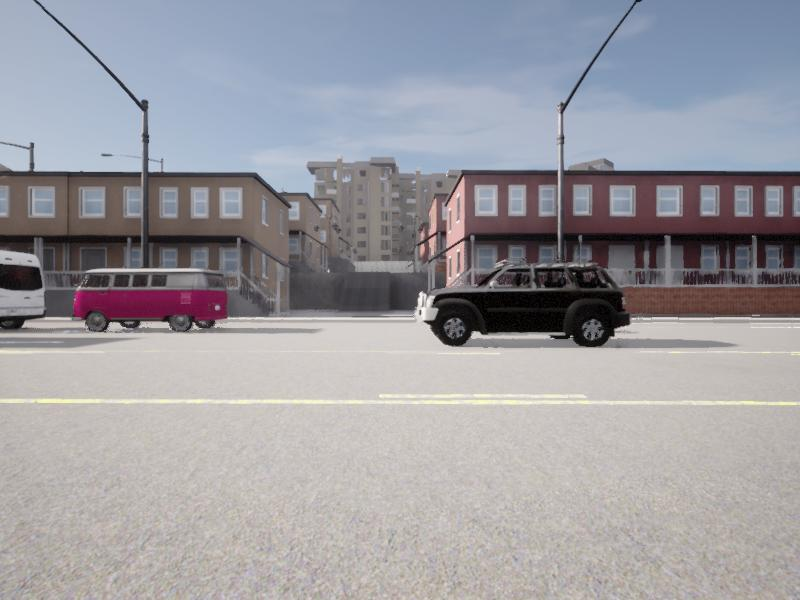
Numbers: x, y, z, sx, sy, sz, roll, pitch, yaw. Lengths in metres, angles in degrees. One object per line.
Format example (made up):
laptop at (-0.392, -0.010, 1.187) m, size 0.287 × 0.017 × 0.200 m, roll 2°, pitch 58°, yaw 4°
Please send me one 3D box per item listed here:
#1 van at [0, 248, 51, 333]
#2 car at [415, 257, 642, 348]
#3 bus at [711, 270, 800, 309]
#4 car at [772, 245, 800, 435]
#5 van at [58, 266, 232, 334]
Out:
van at (-15.030, -0.277, 12.886) m, size 5.915 × 2.561 × 1.988 m, roll 0°, pitch 0°, yaw 1°
car at (2.662, 0.052, 9.183) m, size 4.605 × 1.855 × 1.932 m, roll 0°, pitch 0°, yaw 1°
bus at (44.217, -1.135, 49.192) m, size 3.944 × 4.253 × 10.273 m, roll 0°, pitch 0°, yaw 1°
car at (5.639, 0.294, 2.144) m, size 5.357 × 1.411 × 2.033 m, roll 0°, pitch 0°, yaw 1°
van at (-7.991, -0.005, 12.808) m, size 4.442 × 1.987 × 1.775 m, roll 0°, pitch 0°, yaw 1°
